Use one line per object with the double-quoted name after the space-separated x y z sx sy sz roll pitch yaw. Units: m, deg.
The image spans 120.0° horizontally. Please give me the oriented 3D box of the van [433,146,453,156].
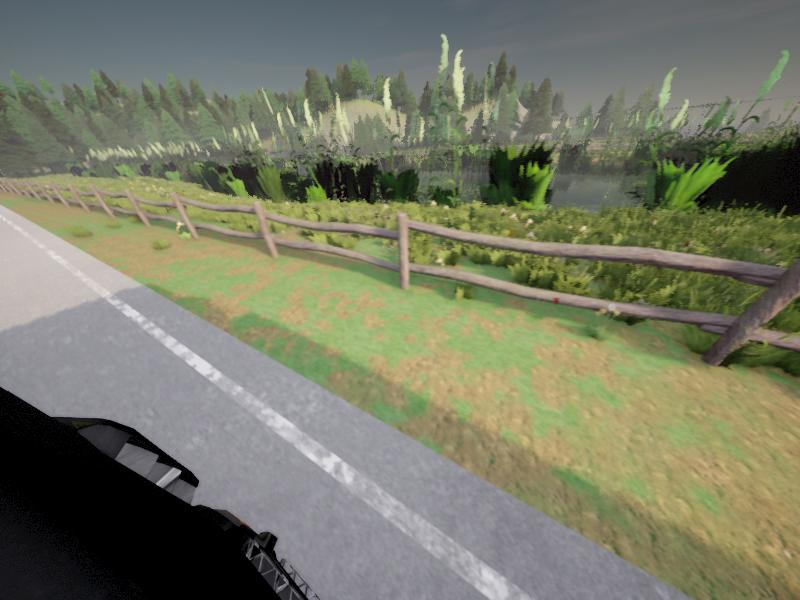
10.469 -36.481 56.508 4.442 1.987 1.775 15 37 25 "van"
